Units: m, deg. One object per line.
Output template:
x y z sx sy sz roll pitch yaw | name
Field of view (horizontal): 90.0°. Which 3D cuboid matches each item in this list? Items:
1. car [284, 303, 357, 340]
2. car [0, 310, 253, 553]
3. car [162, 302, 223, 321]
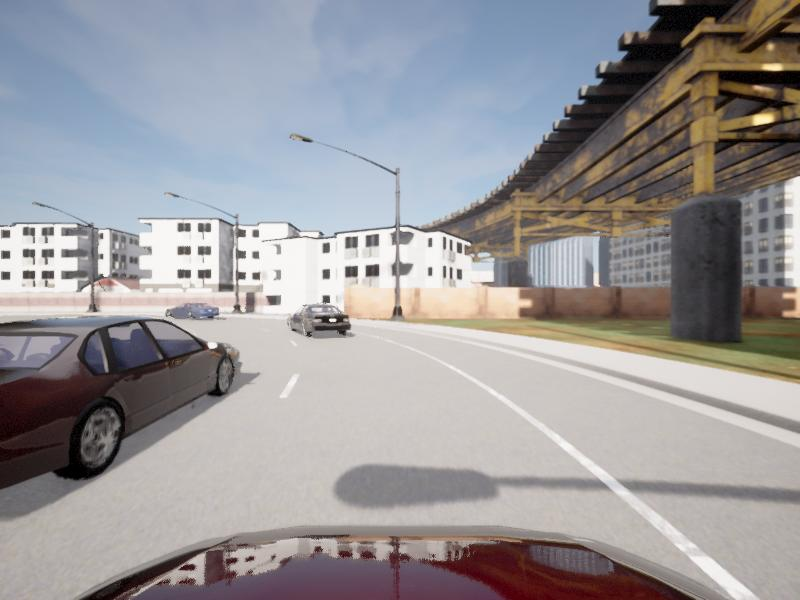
-3.928 0.893 18.837 2.033 1.411 5.357 0 0 -27 | car
-3.682 0.896 4.914 2.033 1.411 5.357 0 0 -3 | car
-17.284 0.901 33.233 5.357 1.411 2.033 0 0 32 | car
